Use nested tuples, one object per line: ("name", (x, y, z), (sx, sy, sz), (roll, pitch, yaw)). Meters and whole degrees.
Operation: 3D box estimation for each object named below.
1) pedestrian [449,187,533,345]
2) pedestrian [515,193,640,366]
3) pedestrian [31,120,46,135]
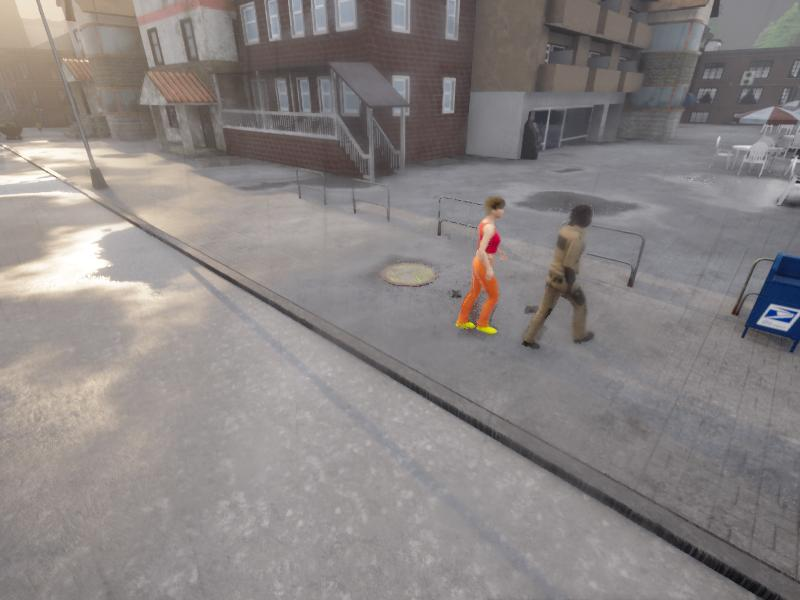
("pedestrian", (1.085, -0.418, 5.112), (0.751, 1.860, 0.751), (1, 27, 2))
("pedestrian", (1.997, -0.236, 4.753), (0.751, 1.860, 0.751), (-5, 28, -10))
("pedestrian", (-29.610, -14.132, 32.786), (0.500, 1.100, 0.500), (21, 34, 35))
